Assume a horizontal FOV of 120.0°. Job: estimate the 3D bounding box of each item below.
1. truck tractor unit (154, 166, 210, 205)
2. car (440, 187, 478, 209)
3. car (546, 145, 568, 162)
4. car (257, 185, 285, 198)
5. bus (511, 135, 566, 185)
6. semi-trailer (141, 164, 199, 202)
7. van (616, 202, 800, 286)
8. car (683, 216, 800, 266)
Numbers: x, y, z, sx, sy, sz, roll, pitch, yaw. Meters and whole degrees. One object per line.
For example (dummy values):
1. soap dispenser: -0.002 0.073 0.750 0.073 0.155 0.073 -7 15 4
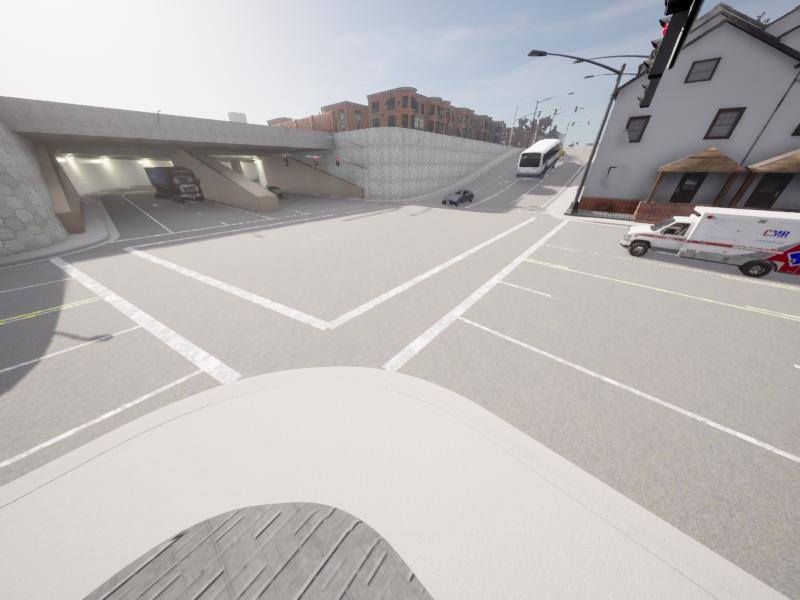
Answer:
1. truck tractor unit: -28.896 -15.307 30.592 6.516 4.208 3.053 22 37 34
2. car: 7.319 -12.737 28.548 2.152 1.651 5.027 25 42 36
3. car: 28.967 -27.085 42.659 1.801 1.575 5.366 24 51 34
4. car: -20.869 -17.634 37.326 4.514 1.525 2.007 23 37 34
5. bus: 21.842 -22.115 36.340 3.944 4.253 10.273 24 51 34
6. semi-trailer: -34.991 -17.913 34.917 14.254 4.402 2.717 23 37 34
7. van: 14.908 -2.901 10.908 6.366 2.431 2.351 24 38 35
8. car: 18.599 -3.250 12.332 3.988 1.617 1.851 24 38 35
